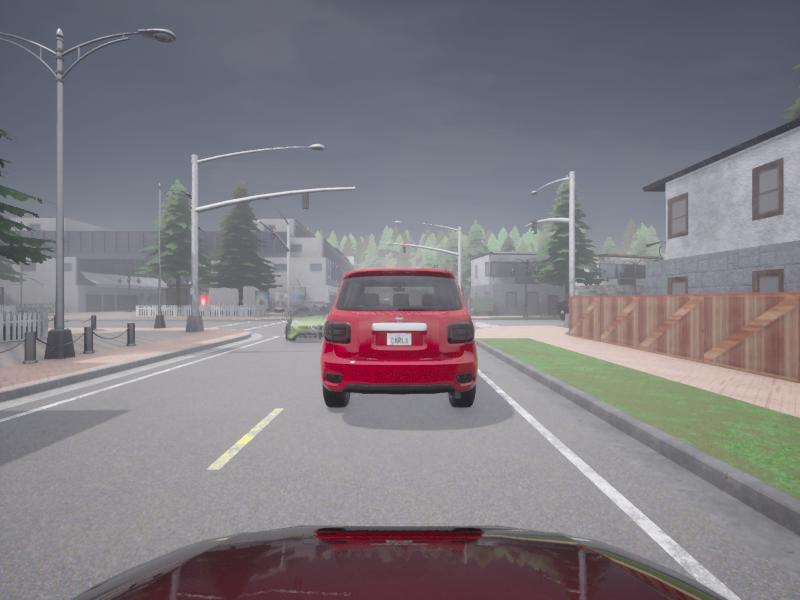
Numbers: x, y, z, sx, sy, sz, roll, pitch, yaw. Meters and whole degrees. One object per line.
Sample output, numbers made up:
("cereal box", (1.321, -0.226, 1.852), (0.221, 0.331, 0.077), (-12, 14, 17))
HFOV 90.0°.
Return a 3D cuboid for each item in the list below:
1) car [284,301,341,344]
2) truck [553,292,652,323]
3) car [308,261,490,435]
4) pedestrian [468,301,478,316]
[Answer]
("car", (-3.578, 0.828, 16.809), (2.007, 1.525, 4.514), (0, 0, -10))
("truck", (14.789, 0.523, 29.358), (6.274, 2.098, 2.390), (0, 0, -9))
("car", (-0.013, 0.568, 7.496), (2.150, 2.045, 5.566), (0, 0, 0))
("pedestrian", (6.357, 0.755, 34.783), (0.751, 1.300, 0.751), (0, 0, -2))
